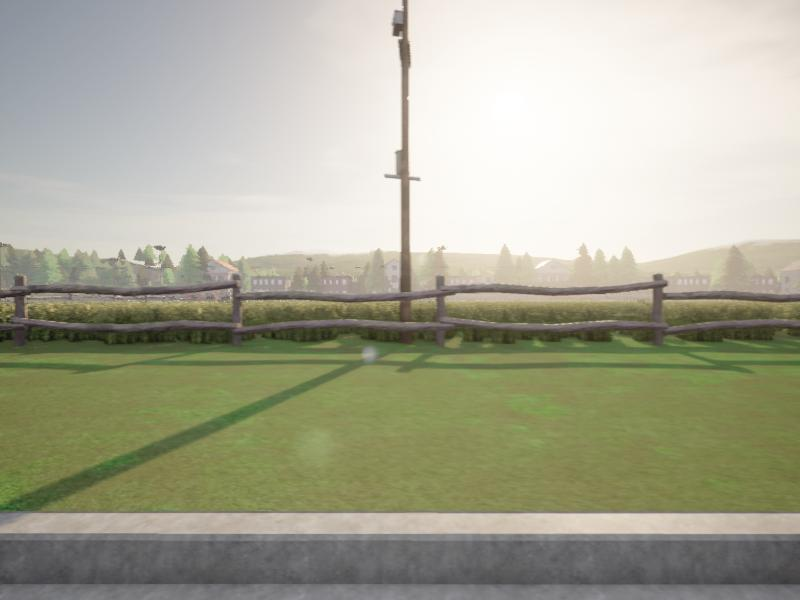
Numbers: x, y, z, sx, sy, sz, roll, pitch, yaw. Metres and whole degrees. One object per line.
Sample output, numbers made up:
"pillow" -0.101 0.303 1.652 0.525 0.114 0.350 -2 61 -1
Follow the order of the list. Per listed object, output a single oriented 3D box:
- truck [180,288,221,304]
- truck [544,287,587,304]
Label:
"truck" -47.611 -0.895 95.572 8.468 3.827 2.891 0 0 0
"truck" 37.799 -0.947 91.568 8.468 3.827 2.891 0 0 0
